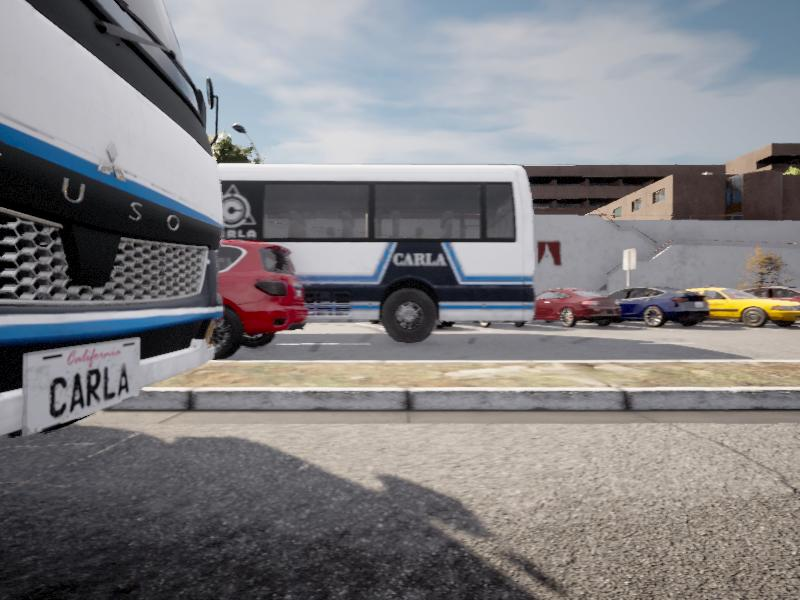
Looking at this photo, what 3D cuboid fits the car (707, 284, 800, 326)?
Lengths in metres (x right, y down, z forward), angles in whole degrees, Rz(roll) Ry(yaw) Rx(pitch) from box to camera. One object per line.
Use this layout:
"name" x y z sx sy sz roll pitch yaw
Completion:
"car" 15.224 0.196 15.538 2.163 1.488 4.792 0 -1 -20

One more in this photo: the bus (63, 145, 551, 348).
"bus" -1.953 -1.131 10.389 10.273 4.253 3.944 0 0 0

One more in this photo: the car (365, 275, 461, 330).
"car" 0.295 0.111 15.551 2.185 1.767 4.553 0 -1 -20

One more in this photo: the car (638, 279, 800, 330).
"car" 12.296 0.184 15.396 1.946 1.575 5.366 0 -1 -20

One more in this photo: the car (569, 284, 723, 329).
"car" 9.227 0.241 15.597 2.163 1.488 4.792 0 -1 -20

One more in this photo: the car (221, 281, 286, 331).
"car" -5.615 0.230 15.409 1.946 1.575 5.366 1 -1 -20

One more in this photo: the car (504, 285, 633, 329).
"car" 6.255 0.263 15.568 2.002 1.452 4.674 0 -1 -20

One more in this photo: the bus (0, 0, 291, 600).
"bus" -6.168 -1.136 1.823 10.273 4.253 3.944 0 0 0

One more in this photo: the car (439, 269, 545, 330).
"car" 3.321 0.007 15.471 1.878 1.987 4.442 1 -1 -20

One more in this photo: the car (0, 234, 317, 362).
"car" -4.574 -0.031 7.503 5.566 2.045 2.150 0 0 0
